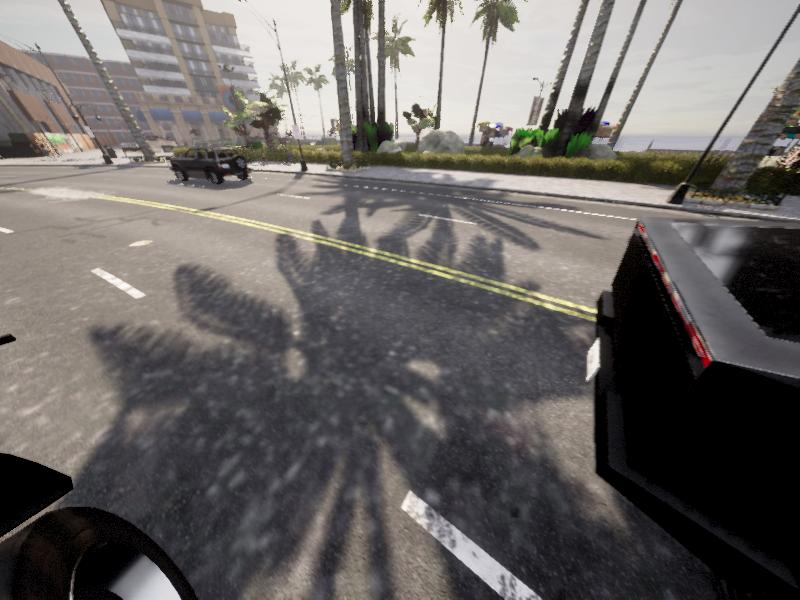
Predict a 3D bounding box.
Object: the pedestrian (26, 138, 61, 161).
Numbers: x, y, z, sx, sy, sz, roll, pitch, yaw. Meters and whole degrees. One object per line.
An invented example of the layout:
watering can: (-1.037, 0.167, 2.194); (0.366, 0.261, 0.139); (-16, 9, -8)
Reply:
pedestrian: (-34.694, -14.667, 22.514); (0.751, 1.860, 0.751); (-1, 35, -2)

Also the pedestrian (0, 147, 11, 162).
pedestrian: (-38.553, -14.211, 21.845); (0.751, 1.860, 0.751); (0, 35, -1)

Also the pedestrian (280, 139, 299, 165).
pedestrian: (-9.597, -12.869, 20.119); (0.751, 1.860, 0.751); (8, 36, 11)

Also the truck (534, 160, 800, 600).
truck: (4.186, 1.254, 0.331); (6.274, 2.098, 2.390); (22, 41, 28)

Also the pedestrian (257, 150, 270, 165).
pedestrian: (-11.925, -12.478, 20.211); (0.500, 1.100, 0.500); (6, 36, 8)

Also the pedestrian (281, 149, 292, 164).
pedestrian: (-10.392, -13.126, 21.136); (0.500, 1.100, 0.500); (2, 35, 2)

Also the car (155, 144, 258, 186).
car: (-11.151, -7.975, 13.478); (4.605, 1.855, 1.932); (12, 37, 17)
